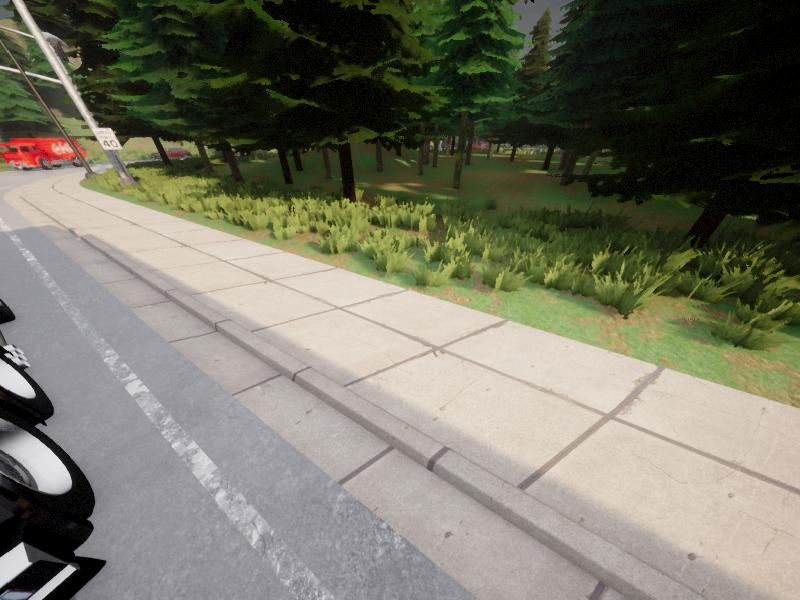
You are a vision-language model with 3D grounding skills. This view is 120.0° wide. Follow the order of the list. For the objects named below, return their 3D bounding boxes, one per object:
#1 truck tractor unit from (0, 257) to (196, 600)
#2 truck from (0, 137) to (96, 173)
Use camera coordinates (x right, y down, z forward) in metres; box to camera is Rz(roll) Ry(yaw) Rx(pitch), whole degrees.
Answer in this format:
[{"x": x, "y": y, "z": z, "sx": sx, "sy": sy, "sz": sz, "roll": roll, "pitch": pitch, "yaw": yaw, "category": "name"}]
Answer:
[{"x": -5.100, "y": -0.312, "z": 0.797, "sx": 6.516, "sy": 4.208, "sz": 3.053, "roll": 19, "pitch": 39, "yaw": 25, "category": "truck tractor unit"}, {"x": -33.954, "y": -13.951, "z": 22.065, "sx": 2.627, "sy": 2.467, "sz": 5.204, "roll": -4, "pitch": 37, "yaw": -5, "category": "truck"}]
